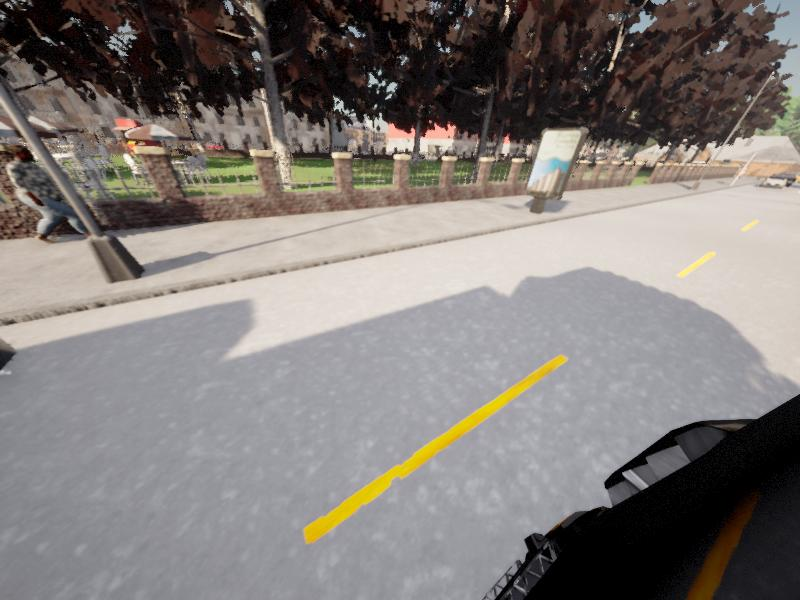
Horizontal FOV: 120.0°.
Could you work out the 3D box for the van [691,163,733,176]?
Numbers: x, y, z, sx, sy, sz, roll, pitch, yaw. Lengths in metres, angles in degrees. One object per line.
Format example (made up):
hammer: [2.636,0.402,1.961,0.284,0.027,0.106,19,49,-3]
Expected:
van: [62.938,-26.364,46.636,1.775,1.987,4.442,-17,38,-27]

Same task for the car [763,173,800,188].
car: [49.386,-15.467,29.758,5.357,1.411,2.033,-17,39,-27]

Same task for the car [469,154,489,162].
car: [19.991,-35.828,58.310,4.892,1.490,1.837,-17,38,-27]

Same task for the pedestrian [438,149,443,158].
pedestrian: [10.506,-38.131,60.072,0.751,1.860,0.751,13,35,14]

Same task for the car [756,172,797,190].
car: [43.608,-13.847,26.752,3.633,1.501,1.845,-18,39,-28]

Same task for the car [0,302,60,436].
car: [-4.927,0.945,0.762,3.633,1.501,1.845,-17,39,-27]

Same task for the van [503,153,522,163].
van: [31.323,-39.479,64.193,4.480,2.038,2.069,-17,38,-27]

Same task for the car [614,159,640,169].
car: [58.052,-34.922,59.144,1.905,1.878,3.866,-17,38,-27]

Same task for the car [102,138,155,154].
car: [-34.148,-19.534,29.254,3.806,1.475,1.970,-18,39,-28]

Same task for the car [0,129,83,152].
car: [-40.227,-17.966,26.063,4.605,1.855,1.932,-16,38,-26]

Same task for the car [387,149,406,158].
car: [-0.788,-32.321,51.001,3.633,1.501,1.845,-17,38,-27]

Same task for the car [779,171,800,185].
car: [61.300,-19.021,35.855,5.366,1.575,1.801,-18,39,-29]

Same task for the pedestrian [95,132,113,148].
pedestrian: [-42.504,-22.956,33.160,0.751,1.860,0.751,-16,38,-26]

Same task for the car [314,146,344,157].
car: [-13.532,-28.448,44.211,4.902,1.511,2.128,-17,38,-27]

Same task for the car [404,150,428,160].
car: [3.419,-30.998,49.349,4.514,1.525,2.007,-17,38,-27]

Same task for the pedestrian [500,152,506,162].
pedestrian: [24.960,-34.644,55.969,0.751,1.860,0.751,-16,38,-26]

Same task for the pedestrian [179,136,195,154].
pedestrian: [-27.885,-20.269,30.269,0.751,1.860,0.751,-4,34,-11]

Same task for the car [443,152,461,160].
car: [12.100,-33.638,53.967,3.705,1.549,1.789,-17,39,-27]

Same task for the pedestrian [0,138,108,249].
pedestrian: [-7.130,-2.098,4.625,0.751,1.860,0.751,-17,38,-27]

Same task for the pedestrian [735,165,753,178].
pedestrian: [60.754,-22.662,40.791,0.751,1.860,0.751,7,34,7]

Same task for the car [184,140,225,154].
car: [-29.872,-23.490,35.480,4.514,1.525,2.007,-17,38,-27]

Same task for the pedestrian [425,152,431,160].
pedestrian: [5.538,-28.249,45.361,0.751,1.300,0.751,-22,41,-33]

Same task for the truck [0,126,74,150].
truck: [-44.601,-19.198,27.372,6.274,2.098,2.390,-18,39,-28]
